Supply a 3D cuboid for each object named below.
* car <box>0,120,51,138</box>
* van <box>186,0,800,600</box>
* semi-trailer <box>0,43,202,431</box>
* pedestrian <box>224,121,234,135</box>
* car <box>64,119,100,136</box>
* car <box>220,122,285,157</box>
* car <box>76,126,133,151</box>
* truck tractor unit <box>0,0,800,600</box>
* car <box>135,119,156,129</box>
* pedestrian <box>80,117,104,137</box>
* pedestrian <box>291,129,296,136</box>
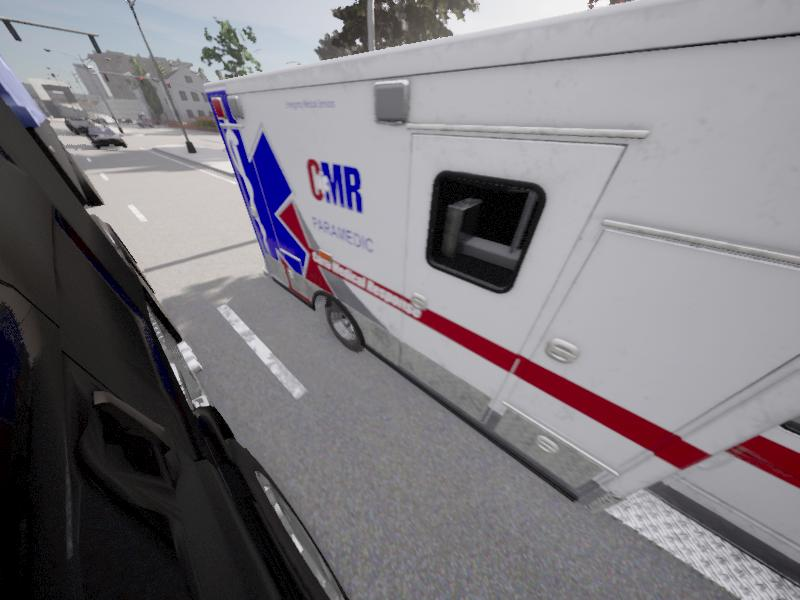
[{"bbox_3d":[-40.219,-18.360,24.826,1.994,1.385,4.181,-25,45,-32],"label":"car"},{"bbox_3d":[1.108,-0.308,2.068,6.366,2.431,2.351,28,44,30],"label":"van"},{"bbox_3d":[-8.703,-3.588,4.243,14.254,4.402,2.717,28,44,30],"label":"semi-trailer"},{"bbox_3d":[-29.856,-29.988,40.328,0.751,1.860,0.751,-25,45,-32],"label":"pedestrian"},{"bbox_3d":[-42.048,-22.857,30.529,5.238,1.638,1.930,27,43,30],"label":"car"},{"bbox_3d":[-12.396,-13.545,19.383,5.566,2.045,2.150,28,44,30],"label":"car"},{"bbox_3d":[-24.285,-13.326,18.957,5.357,1.411,2.033,28,44,30],"label":"car"},{"bbox_3d":[-2.645,-0.295,0.351,6.516,4.208,3.053,28,44,30],"label":"truck tractor unit"},{"bbox_3d":[-59.435,-40.996,53.901,5.027,1.651,2.152,28,44,30],"label":"car"},{"bbox_3d":[-37.927,-21.313,28.467,0.751,1.860,0.751,10,37,10],"label":"pedestrian"},{"bbox_3d":[-21.472,-33.750,46.494,0.500,1.100,0.500,29,44,31],"label":"pedestrian"}]
